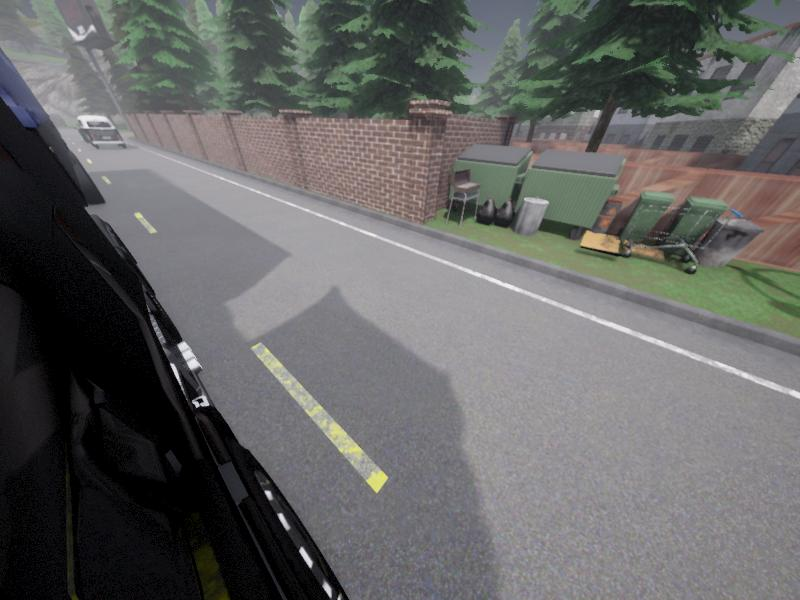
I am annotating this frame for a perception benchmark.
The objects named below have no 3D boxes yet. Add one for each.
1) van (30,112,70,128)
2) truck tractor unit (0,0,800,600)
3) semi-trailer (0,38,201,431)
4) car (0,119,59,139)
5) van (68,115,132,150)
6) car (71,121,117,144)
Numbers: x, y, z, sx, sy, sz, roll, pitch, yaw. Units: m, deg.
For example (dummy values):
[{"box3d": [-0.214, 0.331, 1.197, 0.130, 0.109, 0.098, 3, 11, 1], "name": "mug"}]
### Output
[{"box3d": [-58.708, -30.151, 38.753, 4.442, 1.987, 1.775, 15, 38, 16], "name": "van"}, {"box3d": [-2.645, -0.295, 0.351, 6.516, 4.208, 3.053, 28, 44, 30], "name": "truck tractor unit"}, {"box3d": [-8.672, -3.620, 4.258, 14.254, 4.402, 2.717, 28, 44, 30], "name": "semi-trailer"}, {"box3d": [-37.934, -17.098, 23.041, 4.181, 1.385, 1.994, 3, 37, 0], "name": "car"}, {"box3d": [-23.669, -13.277, 18.258, 4.480, 2.038, 2.069, 28, 44, 30], "name": "van"}, {"box3d": [-29.038, -15.902, 21.902, 4.892, 1.490, 1.837, 28, 44, 30], "name": "car"}]
